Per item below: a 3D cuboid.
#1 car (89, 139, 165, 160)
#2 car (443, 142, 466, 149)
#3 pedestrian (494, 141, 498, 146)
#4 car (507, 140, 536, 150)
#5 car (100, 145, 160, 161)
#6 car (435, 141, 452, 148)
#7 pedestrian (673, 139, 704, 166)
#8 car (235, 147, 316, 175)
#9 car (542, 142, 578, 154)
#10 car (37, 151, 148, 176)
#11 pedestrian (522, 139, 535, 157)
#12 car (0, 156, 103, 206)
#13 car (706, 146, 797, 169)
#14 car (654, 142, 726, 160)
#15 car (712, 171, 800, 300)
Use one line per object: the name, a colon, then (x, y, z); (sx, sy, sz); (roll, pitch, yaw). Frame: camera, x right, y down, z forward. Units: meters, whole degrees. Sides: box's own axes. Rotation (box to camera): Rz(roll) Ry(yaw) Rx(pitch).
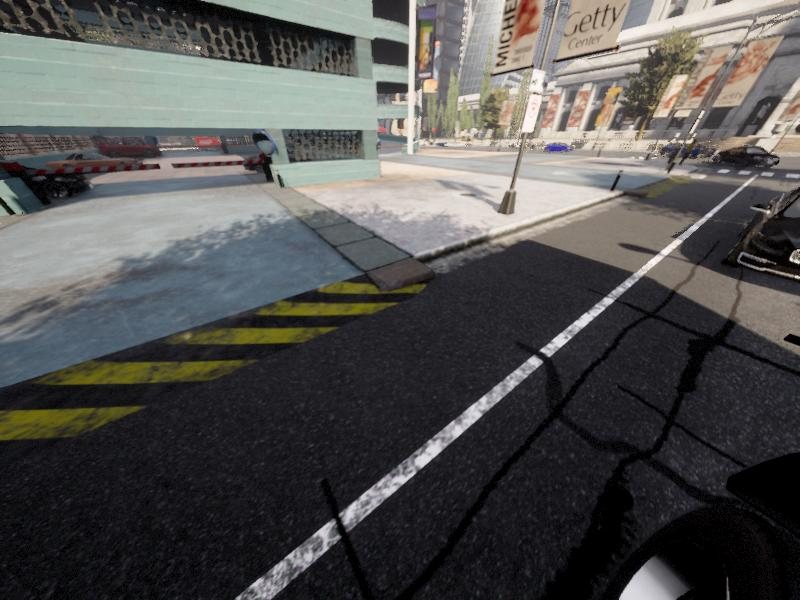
car: (-34.158, -19.189, 29.273); (5.566, 2.045, 2.435); (-22, 41, -28)
car: (13.051, -37.266, 55.537); (4.718, 1.301, 1.895); (24, 42, 30)
pedestrian: (24.839, -40.351, 59.696); (0.500, 1.100, 0.500); (-19, 39, -25)
car: (25.413, -32.509, 48.450); (2.038, 1.542, 4.974); (-22, 40, -27)
car: (-34.204, -18.849, 29.471); (4.514, 1.523, 2.007); (-22, 41, -28)
car: (11.300, -40.470, 60.021); (3.806, 1.475, 1.970); (18, 39, 24)
pedestrian: (23.819, -12.191, 19.099); (0.751, 1.860, 0.751); (-23, 41, -29)
car: (-9.388, -10.732, 17.686); (4.902, 1.511, 2.128); (-22, 41, -28)
car: (26.074, -24.894, 37.742); (1.816, 1.474, 4.193); (-22, 41, -28)
car: (-22.833, -10.433, 17.519); (4.718, 1.301, 1.895); (-22, 41, -28)
pedestrian: (16.139, -19.164, 29.049); (0.751, 1.860, 0.751); (-15, 38, -20)
car: (-16.499, -4.891, 9.524); (4.786, 1.482, 2.161); (-22, 41, -28)
car: (30.412, -12.608, 20.308); (1.812, 1.442, 4.674); (9, 36, 12)
car: (34.553, -17.969, 27.722); (2.033, 1.649, 4.856); (-22, 41, -28)
car: (8.618, -1.465, 4.624); (4.892, 1.490, 1.837); (-22, 41, -28)
